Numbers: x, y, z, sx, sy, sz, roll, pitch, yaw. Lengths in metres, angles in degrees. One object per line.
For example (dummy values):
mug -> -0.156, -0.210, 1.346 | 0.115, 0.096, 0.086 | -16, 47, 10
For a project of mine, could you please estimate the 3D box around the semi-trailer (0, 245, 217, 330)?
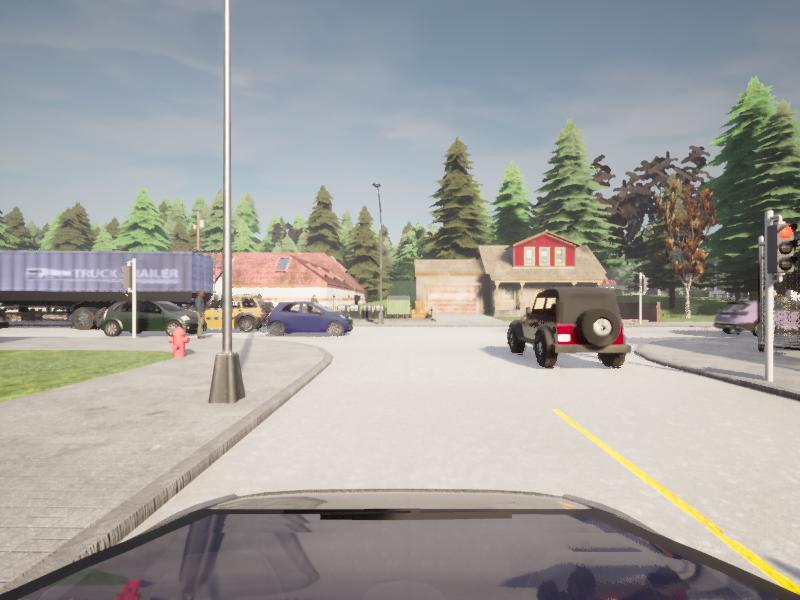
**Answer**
semi-trailer -> -17.846, -0.621, 22.039 | 14.254, 4.402, 2.717 | 0, 0, 0

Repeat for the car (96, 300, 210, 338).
car -> -10.951, 0.788, 17.945 | 3.988, 1.617, 1.851 | 0, 0, 1

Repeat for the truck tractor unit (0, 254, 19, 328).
truck tractor unit -> -25.752, -0.520, 22.224 | 6.516, 4.208, 3.053 | 0, 0, 5

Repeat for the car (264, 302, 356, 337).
car -> -3.907, 0.827, 17.794 | 3.633, 1.501, 1.845 | 0, 0, 1

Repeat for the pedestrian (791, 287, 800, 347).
pedestrian -> 12.718, 0.525, 12.238 | 0.751, 1.860, 0.751 | 0, 0, 2

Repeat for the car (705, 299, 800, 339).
car -> 16.506, 0.777, 17.441 | 4.856, 1.649, 2.033 | 0, 0, 2

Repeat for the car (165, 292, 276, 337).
car -> -8.824, 0.649, 20.012 | 4.605, 1.855, 1.932 | -2, 5, -7

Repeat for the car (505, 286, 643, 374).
car -> 4.230, 0.645, 10.492 | 1.905, 1.878, 3.866 | 0, 0, -1

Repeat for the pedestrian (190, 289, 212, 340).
pedestrian -> -7.594, 0.534, 15.250 | 0.751, 1.860, 0.751 | 0, 0, -28
